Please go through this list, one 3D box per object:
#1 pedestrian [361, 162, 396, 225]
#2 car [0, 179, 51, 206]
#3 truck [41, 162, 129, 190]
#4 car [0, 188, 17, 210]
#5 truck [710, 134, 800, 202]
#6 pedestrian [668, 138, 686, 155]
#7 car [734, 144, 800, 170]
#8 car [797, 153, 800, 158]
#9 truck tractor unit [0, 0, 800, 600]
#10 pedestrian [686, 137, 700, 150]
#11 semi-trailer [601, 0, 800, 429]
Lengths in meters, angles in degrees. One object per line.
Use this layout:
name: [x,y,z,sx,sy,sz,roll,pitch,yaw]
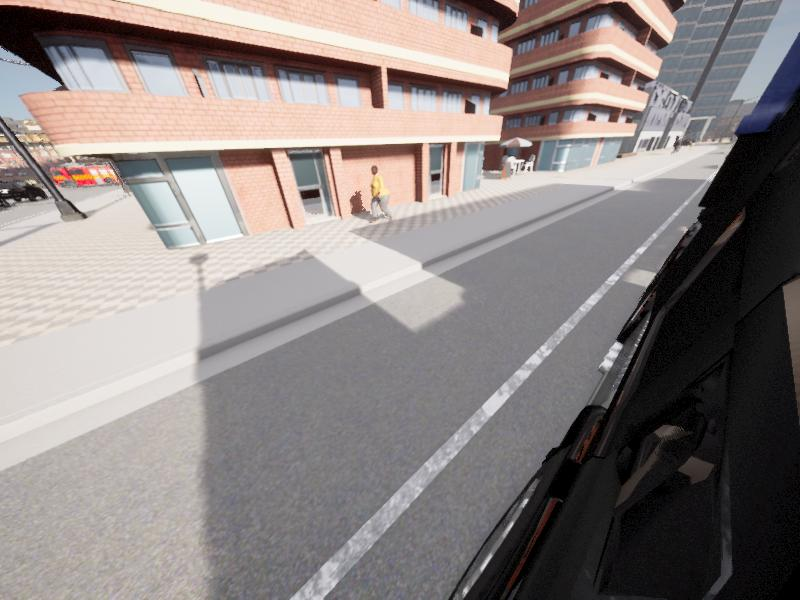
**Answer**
pedestrian: [-0.715,-3.666,7.978,0.751,1.860,0.751,-25,38,-30]
car: [-40.328,-11.443,24.377,2.150,2.045,5.566,-27,39,-33]
truck: [-57.640,-23.101,42.855,8.468,3.827,2.891,-22,37,-27]
car: [-35.292,-8.175,19.194,2.038,1.542,4.974,-27,39,-32]
truck: [16.667,-6.039,10.267,6.274,2.098,2.390,-25,37,-30]
pedestrian: [37.795,-20.942,31.573,0.751,1.860,0.751,-17,35,-20]
car: [26.608,-10.460,16.876,4.181,1.385,1.994,-26,38,-30]
car: [37.490,-13.268,20.149,4.792,1.488,2.163,-25,38,-31]
truck tractor unit: [2.645,-0.295,0.351,6.516,4.208,3.053,-28,44,-30]
pedestrian: [50.420,-26.875,39.723,0.751,1.860,0.751,-25,38,-30]
semi-trailer: [8.791,-3.335,4.420,14.254,4.402,2.717,-24,38,-31]
